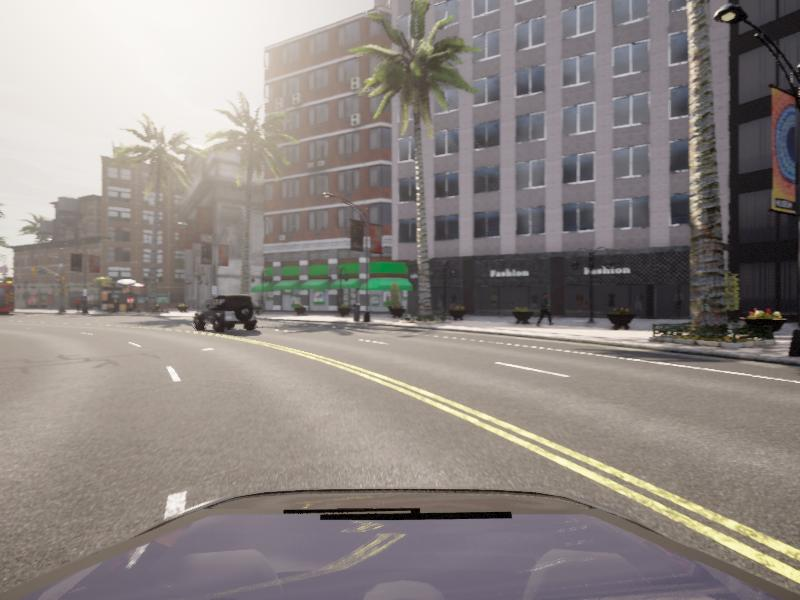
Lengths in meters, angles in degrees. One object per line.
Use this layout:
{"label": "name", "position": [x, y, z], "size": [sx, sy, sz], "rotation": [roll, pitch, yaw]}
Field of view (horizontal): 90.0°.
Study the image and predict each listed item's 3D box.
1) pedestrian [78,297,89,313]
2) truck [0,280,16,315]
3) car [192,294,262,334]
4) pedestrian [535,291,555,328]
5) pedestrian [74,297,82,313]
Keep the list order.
{"label": "pedestrian", "position": [-36.994, 0.541, 46.772], "size": [0.751, 1.860, 0.751], "rotation": [0, 0, 19]}
{"label": "truck", "position": [-46.985, -0.253, 44.881], "size": [8.468, 3.827, 2.891], "rotation": [0, 0, 25]}
{"label": "car", "position": [-9.043, 0.663, 20.763], "size": [3.866, 1.878, 1.905], "rotation": [0, 0, 42]}
{"label": "pedestrian", "position": [7.579, 0.483, 20.907], "size": [0.751, 1.860, 0.751], "rotation": [0, 0, -40]}
{"label": "pedestrian", "position": [-37.573, 0.542, 46.646], "size": [0.751, 1.860, 0.751], "rotation": [0, 0, -41]}
